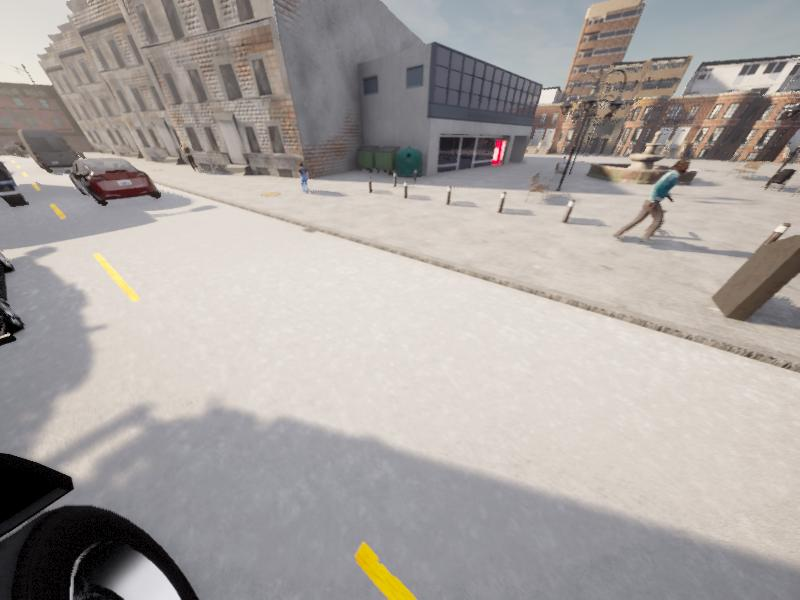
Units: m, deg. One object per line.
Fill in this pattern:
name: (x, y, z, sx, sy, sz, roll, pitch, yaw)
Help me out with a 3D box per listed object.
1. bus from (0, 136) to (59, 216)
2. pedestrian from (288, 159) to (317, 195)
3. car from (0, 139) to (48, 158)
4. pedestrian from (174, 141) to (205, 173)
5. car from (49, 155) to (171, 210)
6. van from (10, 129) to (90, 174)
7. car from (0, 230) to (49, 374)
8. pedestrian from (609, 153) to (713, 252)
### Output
bus: (-18.236, -5.977, 8.545, 10.273, 4.253, 3.944, 22, 41, 28)
pedestrian: (-4.338, -5.511, 10.343, 0.751, 1.300, 0.751, -21, 40, -27)
car: (-46.910, -18.877, 28.667, 4.605, 1.855, 1.932, 15, 38, 20)
pedestrian: (-14.514, -9.868, 15.952, 0.751, 1.860, 0.751, 24, 42, 30)
car: (-12.499, -5.252, 9.971, 4.792, 1.488, 2.163, 22, 40, 28)
van: (-26.917, -11.475, 17.758, 5.915, 2.561, 1.988, 22, 40, 27)
car: (-7.209, -0.303, 3.070, 5.357, 1.411, 2.033, 22, 41, 28)
pedestrian: (5.746, -2.170, 5.202, 0.751, 1.860, 0.751, -28, 44, -34)
